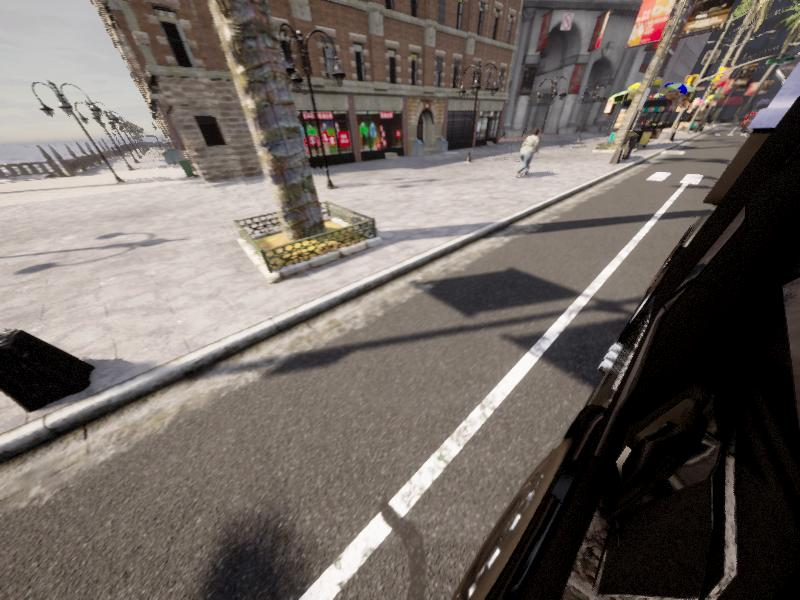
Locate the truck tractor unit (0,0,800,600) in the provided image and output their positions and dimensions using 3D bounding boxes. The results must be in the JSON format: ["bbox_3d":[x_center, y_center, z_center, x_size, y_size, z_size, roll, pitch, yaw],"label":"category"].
[{"bbox_3d":[2.645,-0.295,0.351,6.516,4.208,3.053,-28,44,-30],"label":"truck tractor unit"}]

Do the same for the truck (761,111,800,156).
[{"bbox_3d":[26.278,-9.691,13.222,6.274,2.098,2.390,-3,36,0],"label":"truck"}]

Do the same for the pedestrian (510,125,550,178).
[{"bbox_3d":[5.580,-6.403,10.016,0.751,1.860,0.751,-13,38,-14],"label":"pedestrian"}]

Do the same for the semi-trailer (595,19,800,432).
[{"bbox_3d":[8.861,-3.485,4.067,14.254,4.402,2.717,-26,42,-28],"label":"semi-trailer"}]

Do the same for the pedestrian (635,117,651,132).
[{"bbox_3d":[39.143,-28.336,37.265,0.751,1.860,0.751,-6,37,-5],"label":"pedestrian"}]

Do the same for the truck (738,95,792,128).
[{"bbox_3d":[60.810,-31.280,38.500,8.468,3.827,2.891,-25,42,-27],"label":"truck"}]

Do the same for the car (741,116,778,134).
[{"bbox_3d":[43.802,-21.385,28.224,3.705,1.549,1.789,-28,44,-30],"label":"car"}]
